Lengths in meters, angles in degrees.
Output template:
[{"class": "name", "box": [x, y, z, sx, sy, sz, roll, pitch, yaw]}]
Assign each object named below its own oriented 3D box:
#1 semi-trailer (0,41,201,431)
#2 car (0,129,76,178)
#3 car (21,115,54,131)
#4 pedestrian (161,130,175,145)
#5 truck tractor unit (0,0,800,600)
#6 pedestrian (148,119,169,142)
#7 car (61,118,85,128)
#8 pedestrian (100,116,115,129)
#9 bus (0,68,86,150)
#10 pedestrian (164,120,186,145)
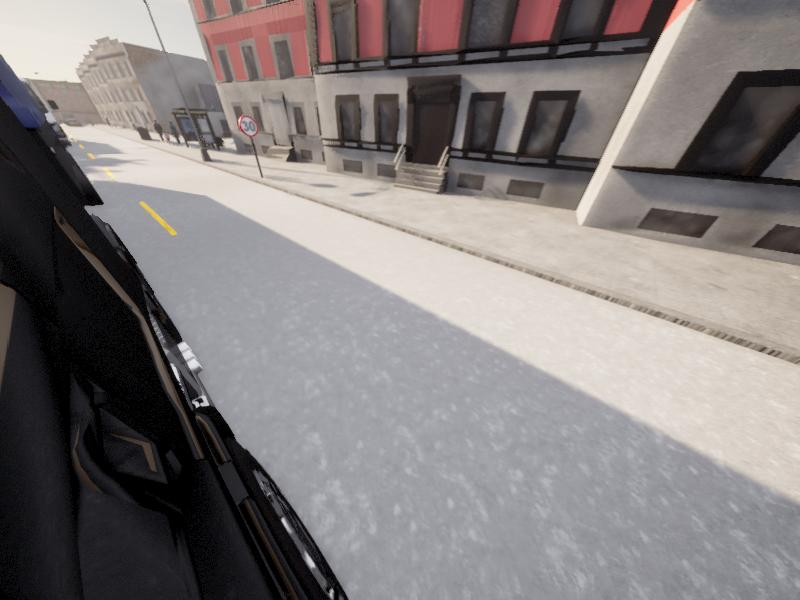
[{"class": "semi-trailer", "box": [-8.699, -3.596, 4.238, 14.254, 4.402, 2.717, 28, 43, 30]}, {"class": "car", "box": [-17.454, -7.000, 10.801, 5.357, 1.411, 2.033, 28, 43, 30]}, {"class": "car", "box": [-52.061, -25.469, 33.248, 5.238, 1.638, 1.930, 28, 44, 30]}, {"class": "pedestrian", "box": [-21.398, -14.954, 21.289, 0.500, 1.100, 0.500, -27, 46, -34]}, {"class": "truck tractor unit", "box": [-2.645, -0.295, 0.351, 6.516, 4.208, 3.053, 28, 44, 30]}, {"class": "pedestrian", "box": [-24.147, -16.955, 23.139, 0.751, 1.860, 0.751, -26, 45, -33]}, {"class": "car", "box": [-66.915, -36.200, 47.250, 4.792, 1.488, 2.163, 28, 43, 30]}, {"class": "pedestrian", "box": [-54.085, -32.926, 42.758, 0.751, 1.860, 0.751, 15, 38, 16]}, {"class": "bus", "box": [-29.277, -14.548, 17.812, 10.273, 4.253, 3.944, 28, 43, 30]}, {"class": "pedestrian", "box": [-20.933, -15.556, 21.491, 0.751, 1.860, 0.751, -26, 45, -33]}]
